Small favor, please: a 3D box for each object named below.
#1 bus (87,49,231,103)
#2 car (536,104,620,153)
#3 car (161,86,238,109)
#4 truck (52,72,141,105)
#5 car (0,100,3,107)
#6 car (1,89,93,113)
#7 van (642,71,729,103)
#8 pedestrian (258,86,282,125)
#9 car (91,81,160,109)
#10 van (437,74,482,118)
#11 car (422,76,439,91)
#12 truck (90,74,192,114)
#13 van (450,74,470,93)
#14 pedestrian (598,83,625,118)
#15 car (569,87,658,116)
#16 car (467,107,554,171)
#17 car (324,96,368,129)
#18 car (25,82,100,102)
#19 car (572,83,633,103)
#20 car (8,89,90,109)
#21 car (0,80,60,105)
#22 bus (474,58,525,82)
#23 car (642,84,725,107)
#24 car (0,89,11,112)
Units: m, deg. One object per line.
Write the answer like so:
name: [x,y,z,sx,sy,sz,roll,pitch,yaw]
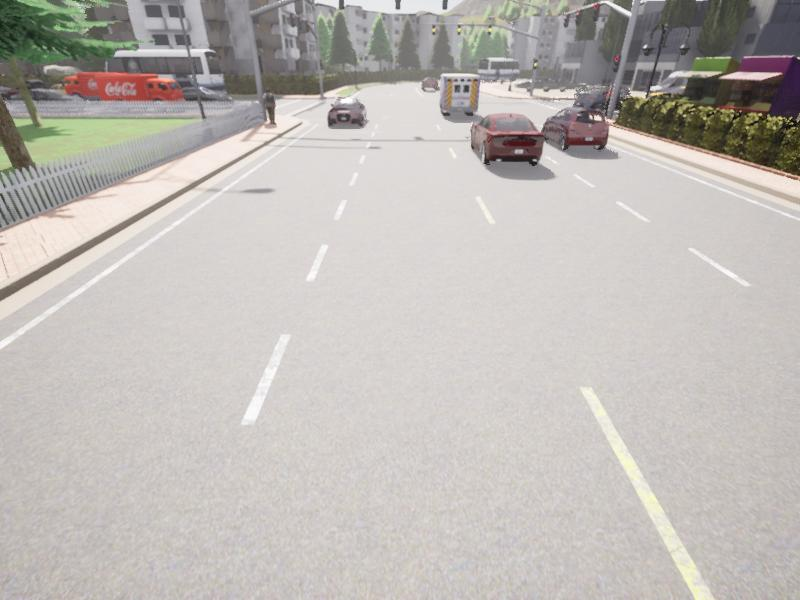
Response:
bus: [-22.315,-21.165,37.833,10.273,4.253,3.944,1,30,2]
car: [7.370,-7.377,17.022,1.845,1.501,3.633,0,30,0]
car: [-16.141,-16.399,32.420,4.902,1.511,2.128,1,30,2]
truck: [-26.745,-18.755,35.490,5.204,2.467,2.627,1,30,2]
car: [-36.546,-16.776,32.960,5.027,1.651,2.152,1,30,2]
car: [-26.064,-14.778,29.680,4.892,1.490,1.837,1,30,2]
van: [26.260,-19.707,37.024,5.915,2.561,1.988,1,30,2]
pedestrian: [-7.058,-10.570,21.798,0.751,1.860,0.751,0,30,1]
car: [-22.212,-16.659,32.490,3.866,1.878,1.905,1,30,1]
van: [4.069,-14.633,28.499,2.351,2.431,6.366,1,30,1]
car: [4.182,-29.853,55.218,2.152,1.651,5.027,1,30,1]
truck: [-18.711,-15.081,29.229,5.204,2.467,2.627,1,30,2]
van: [7.647,-27.836,51.423,1.775,1.987,4.442,0,30,0]
pedestrian: [13.164,-12.438,24.968,0.751,1.860,0.751,-11,32,-18]
car: [15.029,-14.097,28.377,5.027,1.651,2.152,-5,31,-8]
car: [3.851,-6.149,14.927,1.882,1.535,5.008,0,30,0]
car: [-3.050,-11.057,23.457,1.994,1.385,4.181,0,30,1]
car: [-32.731,-20.241,38.903,5.366,1.575,1.801,1,30,2]
car: [18.856,-19.374,37.459,4.514,1.525,2.007,1,30,2]
car: [-28.685,-16.508,32.824,4.718,1.301,1.895,1,30,2]
car: [-33.512,-18.615,35.826,3.866,1.878,1.905,1,30,2]
bus: [20.924,-48.369,84.150,10.273,4.253,3.944,-20,36,-30]
car: [24.189,-17.535,34.272,5.366,1.575,1.801,1,30,2]
car: [-32.621,-14.884,29.862,4.892,1.490,1.837,1,30,2]
